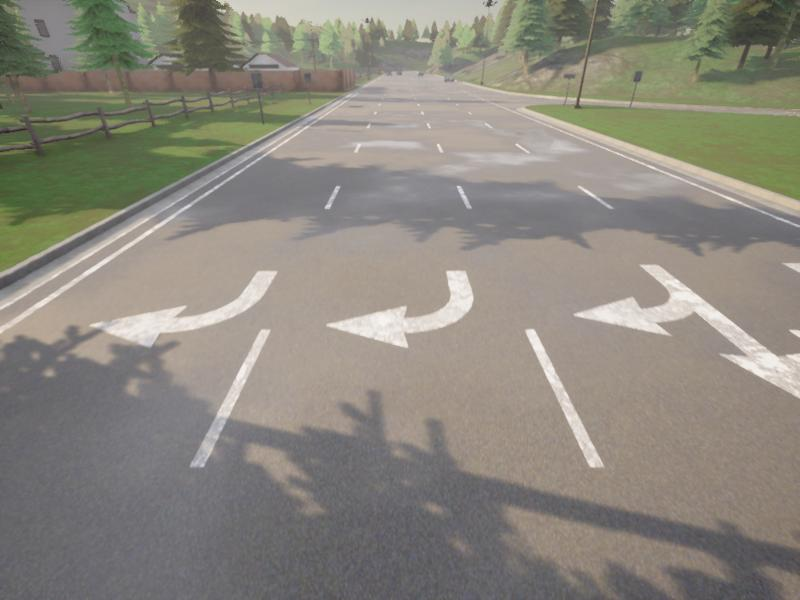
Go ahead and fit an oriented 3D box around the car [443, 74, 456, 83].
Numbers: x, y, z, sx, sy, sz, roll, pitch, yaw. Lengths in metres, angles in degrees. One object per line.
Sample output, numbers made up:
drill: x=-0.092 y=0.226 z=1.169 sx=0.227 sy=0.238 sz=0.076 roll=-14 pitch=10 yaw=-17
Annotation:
car: x=10.307 y=-46.072 z=83.267 sx=2.128 sy=1.511 sz=4.902 roll=0 pitch=30 yaw=0
